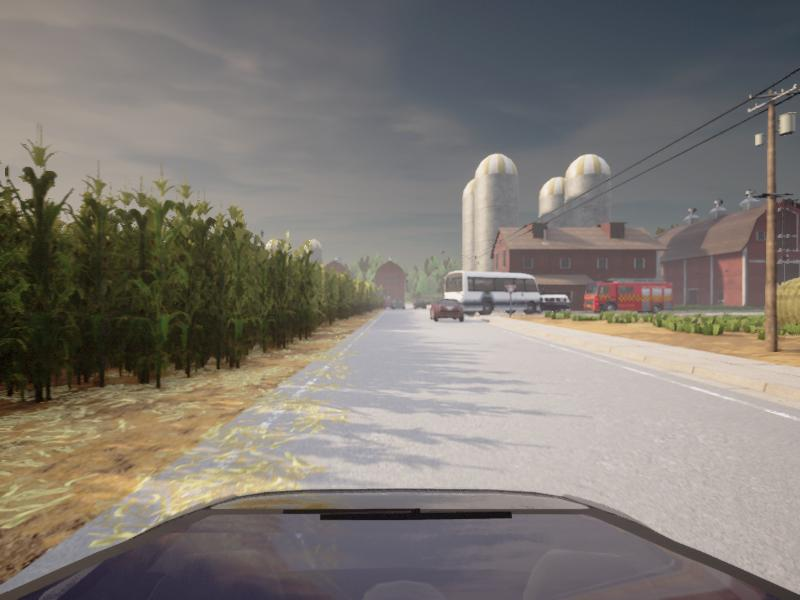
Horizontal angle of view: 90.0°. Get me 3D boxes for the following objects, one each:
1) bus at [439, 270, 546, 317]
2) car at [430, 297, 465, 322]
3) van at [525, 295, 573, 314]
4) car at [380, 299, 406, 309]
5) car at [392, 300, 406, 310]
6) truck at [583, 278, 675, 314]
[{"bbox_3d":[9.347,-0.585,39.952,10.273,4.253,3.944,0,-1,-29],"label":"bus"},{"bbox_3d":[3.437,0.670,29.941,2.097,1.767,4.553,0,0,0],"label":"car"},{"bbox_3d":[16.197,0.509,43.751,4.480,2.038,2.069,0,0,-1],"label":"van"},{"bbox_3d":[-1.243,0.721,71.054,2.033,1.649,4.856,0,0,-40],"label":"car"},{"bbox_3d":[-0.220,0.775,64.030,2.038,1.542,4.974,0,0,-2],"label":"car"},{"bbox_3d":[24.941,-0.382,43.919,8.468,3.827,2.891,0,0,-1],"label":"truck"}]
